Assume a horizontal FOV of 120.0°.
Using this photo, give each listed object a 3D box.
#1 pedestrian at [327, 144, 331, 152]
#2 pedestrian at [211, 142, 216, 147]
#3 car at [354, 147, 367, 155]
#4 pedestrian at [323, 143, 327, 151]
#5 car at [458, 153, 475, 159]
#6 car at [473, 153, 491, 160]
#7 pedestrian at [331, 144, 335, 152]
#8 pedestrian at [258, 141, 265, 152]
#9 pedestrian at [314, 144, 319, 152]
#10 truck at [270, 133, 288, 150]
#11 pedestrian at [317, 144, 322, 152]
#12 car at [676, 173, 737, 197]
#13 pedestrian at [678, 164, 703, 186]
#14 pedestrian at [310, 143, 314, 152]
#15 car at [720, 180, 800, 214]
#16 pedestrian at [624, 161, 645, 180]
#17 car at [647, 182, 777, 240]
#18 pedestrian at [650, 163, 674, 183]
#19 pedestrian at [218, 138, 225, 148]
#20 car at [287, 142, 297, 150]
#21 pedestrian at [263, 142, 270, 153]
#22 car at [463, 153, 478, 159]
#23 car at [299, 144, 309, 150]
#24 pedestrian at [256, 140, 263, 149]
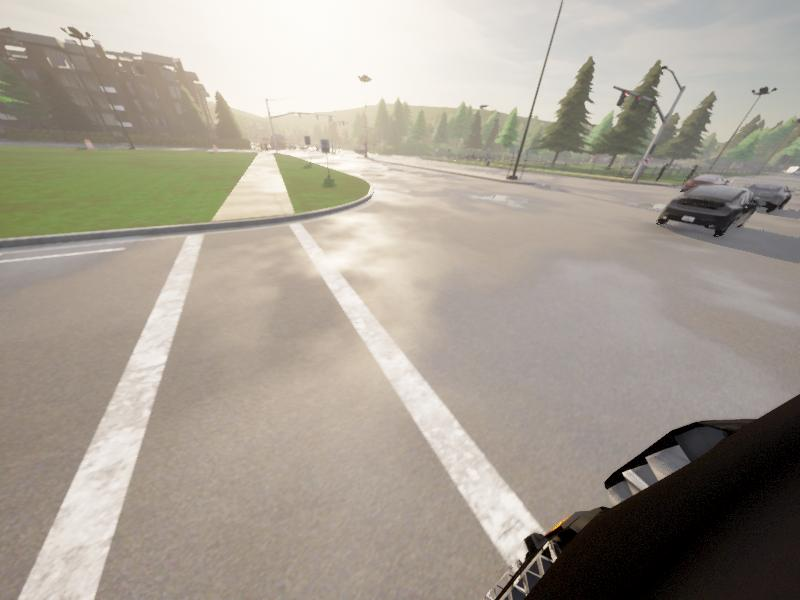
[{"bbox_3d":[-20.379,-43.683,66.223,0.751,1.860,0.751,-22,41,-32],"label":"pedestrian"},{"bbox_3d":[-43.850,-36.557,54.287,0.500,1.100,0.500,-16,38,-26],"label":"pedestrian"},{"bbox_3d":[-11.188,-42.062,65.032,1.930,1.638,5.238,-15,38,-26],"label":"car"},{"bbox_3d":[-21.277,-43.351,65.652,0.751,1.860,0.751,-21,40,-32],"label":"pedestrian"},{"bbox_3d":[21.872,-47.596,76.295,5.027,1.651,2.152,-16,38,-26],"label":"car"},{"bbox_3d":[25.354,-44.239,71.233,4.856,1.649,2.033,-16,38,-26],"label":"car"},{"bbox_3d":[-19.581,-44.300,67.219,0.751,1.860,0.751,-26,43,-36],"label":"pedestrian"},{"bbox_3d":[-28.567,-31.682,47.747,0.751,1.860,0.751,-17,39,-28],"label":"pedestrian"},{"bbox_3d":[-23.232,-42.432,64.385,0.751,1.860,0.751,-22,41,-32],"label":"pedestrian"},{"bbox_3d":[-36.411,-47.665,69.489,2.891,3.827,8.468,-16,38,-26],"label":"truck"},{"bbox_3d":[-22.977,-43.428,65.908,0.751,1.860,0.751,24,39,28],"label":"pedestrian"},{"bbox_3d":[25.410,-9.587,19.157,4.674,1.442,1.812,-16,38,-26],"label":"car"},{"bbox_3d":[29.935,-12.887,23.811,0.751,1.860,0.751,-20,40,-31],"label":"pedestrian"},{"bbox_3d":[-24.431,-42.364,64.186,0.751,1.860,0.751,-15,38,-25],"label":"pedestrian"},{"bbox_3d":[22.250,-6.426,14.206,4.181,1.385,1.994,-16,38,-26],"label":"car"},{"bbox_3d":[27.361,-15.103,26.936,0.751,1.860,0.751,-6,35,-14],"label":"pedestrian"},{"bbox_3d":[12.392,-3.690,9.174,4.892,1.490,1.837,-15,38,-26],"label":"car"},{"bbox_3d":[28.561,-13.881,25.188,0.751,1.860,0.751,-13,37,-23],"label":"pedestrian"},{"bbox_3d":[-41.921,-36.949,54.345,0.751,1.860,0.751,-16,38,-26],"label":"pedestrian"},{"bbox_3d":[-33.261,-47.549,71.336,1.905,1.878,3.866,-16,38,-26],"label":"car"},{"bbox_3d":[-25.834,-29.502,44.674,0.751,1.860,0.751,-11,36,-20],"label":"pedestrian"},{"bbox_3d":[22.383,-45.589,73.138,3.988,1.617,1.851,-16,38,-26],"label":"car"},{"bbox_3d":[-30.465,-48.473,73.285,1.837,1.490,4.892,-16,38,-26],"label":"car"},{"bbox_3d":[-34.974,-38.691,57.528,0.751,1.860,0.751,26,40,31],"label":"pedestrian"}]
